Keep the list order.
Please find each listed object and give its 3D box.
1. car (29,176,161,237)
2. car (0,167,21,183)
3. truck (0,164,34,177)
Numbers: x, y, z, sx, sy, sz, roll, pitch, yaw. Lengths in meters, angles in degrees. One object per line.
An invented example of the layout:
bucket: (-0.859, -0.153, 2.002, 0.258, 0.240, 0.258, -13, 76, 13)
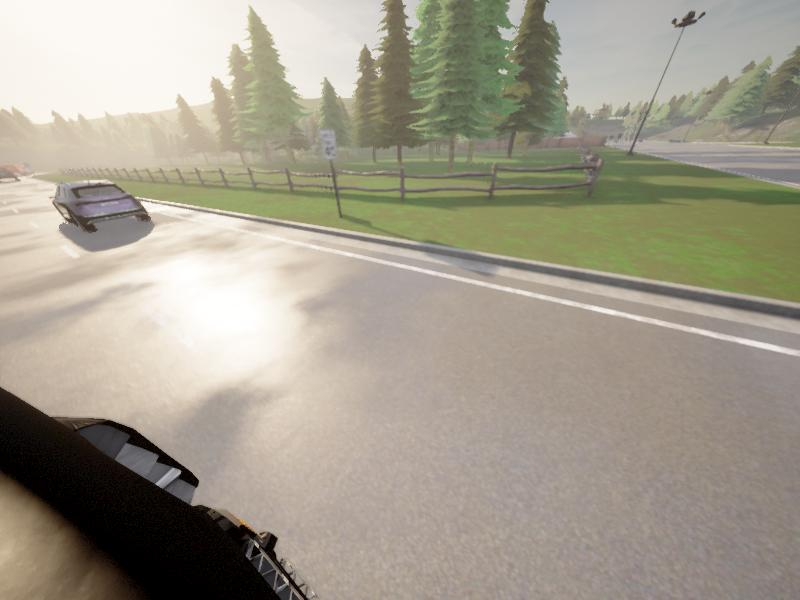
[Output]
car: (-12.595, -4.059, 9.554, 4.856, 1.649, 2.033, 17, 38, 27)
car: (-67.056, -21.195, 39.067, 5.566, 2.045, 2.150, 18, 39, 28)
truck: (-93.872, -31.726, 56.556, 2.627, 2.467, 5.204, -26, 40, -31)
